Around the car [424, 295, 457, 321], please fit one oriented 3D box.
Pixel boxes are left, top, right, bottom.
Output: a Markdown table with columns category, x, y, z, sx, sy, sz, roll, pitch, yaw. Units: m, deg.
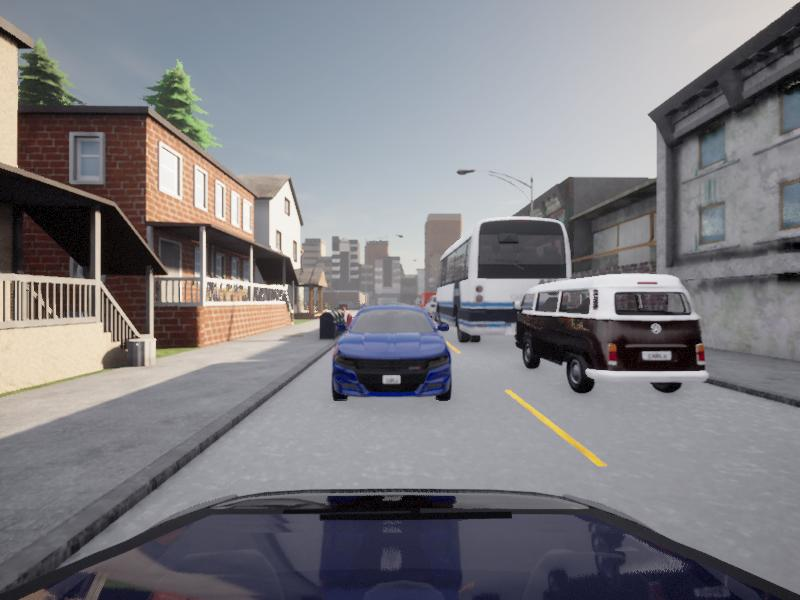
| category | x | y | z | sx | sy | sz | roll | pitch | yaw |
| --- | --- | --- | --- | --- | --- | --- | --- | --- | --- |
| car | 3.413 | 0.632 | 34.525 | 2.150 | 2.045 | 5.566 | 0 | 0 | -1 |

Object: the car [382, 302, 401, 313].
| category | x | y | z | sx | sy | sz | roll | pitch | yaw |
| --- | --- | --- | --- | --- | --- | --- | --- | --- | --- |
| car | -1.193 | 0.954 | 54.064 | 1.816 | 1.474 | 4.193 | 0 | 0 | -10 |

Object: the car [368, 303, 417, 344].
| category | x | y | z | sx | sy | sz | roll | pitch | yaw |
| --- | --- | --- | --- | --- | --- | --- | --- | --- | --- |
| car | -0.313 | 0.878 | 17.276 | 1.837 | 1.490 | 4.892 | 0 | 0 | -1 |

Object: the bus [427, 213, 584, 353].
| category | x | y | z | sx | sy | sz | roll | pitch | yaw |
| --- | --- | --- | --- | --- | --- | --- | --- | --- | --- |
| bus | 3.566 | -0.501 | 17.318 | 3.944 | 4.253 | 10.273 | 0 | 0 | -1 |

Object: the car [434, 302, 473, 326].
| category | x | y | z | sx | sy | sz | roll | pitch | yaw |
| --- | --- | --- | --- | --- | --- | --- | --- | --- | --- |
| car | 3.520 | 0.879 | 27.244 | 2.007 | 1.525 | 4.514 | 0 | 0 | -1 |

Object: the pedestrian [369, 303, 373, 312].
| category | x | y | z | sx | sy | sz | roll | pitch | yaw |
| --- | --- | --- | --- | --- | --- | --- | --- | --- | --- |
| pedestrian | -3.923 | 1.003 | 53.387 | 0.500 | 1.100 | 0.500 | 0 | 0 | -3 |

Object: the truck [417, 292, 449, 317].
| category | x | y | z | sx | sy | sz | roll | pitch | yaw |
| --- | --- | --- | --- | --- | --- | --- | --- | --- | --- |
| truck | 3.376 | 0.435 | 41.993 | 2.627 | 2.467 | 5.204 | 0 | 0 | -3 |

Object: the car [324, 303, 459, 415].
| category | x | y | z | sx | sy | sz | roll | pitch | yaw |
| --- | --- | --- | --- | --- | --- | --- | --- | --- | --- |
| car | -0.155 | 0.839 | 8.075 | 1.882 | 1.535 | 5.008 | 0 | 0 | -1 |

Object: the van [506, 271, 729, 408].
| category | x | y | z | sx | sy | sz | roll | pitch | yaw |
| --- | --- | --- | --- | --- | --- | --- | --- | --- | --- |
| van | 3.845 | 0.588 | 8.206 | 2.069 | 2.038 | 4.480 | 0 | 0 | -1 |

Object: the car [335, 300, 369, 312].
| category | x | y | z | sx | sy | sz | roll | pitch | yaw |
| --- | --- | --- | --- | --- | --- | --- | --- | --- | --- |
| car | -7.264 | 0.889 | 60.665 | 4.856 | 1.649 | 2.033 | 0 | 0 | -2 |
